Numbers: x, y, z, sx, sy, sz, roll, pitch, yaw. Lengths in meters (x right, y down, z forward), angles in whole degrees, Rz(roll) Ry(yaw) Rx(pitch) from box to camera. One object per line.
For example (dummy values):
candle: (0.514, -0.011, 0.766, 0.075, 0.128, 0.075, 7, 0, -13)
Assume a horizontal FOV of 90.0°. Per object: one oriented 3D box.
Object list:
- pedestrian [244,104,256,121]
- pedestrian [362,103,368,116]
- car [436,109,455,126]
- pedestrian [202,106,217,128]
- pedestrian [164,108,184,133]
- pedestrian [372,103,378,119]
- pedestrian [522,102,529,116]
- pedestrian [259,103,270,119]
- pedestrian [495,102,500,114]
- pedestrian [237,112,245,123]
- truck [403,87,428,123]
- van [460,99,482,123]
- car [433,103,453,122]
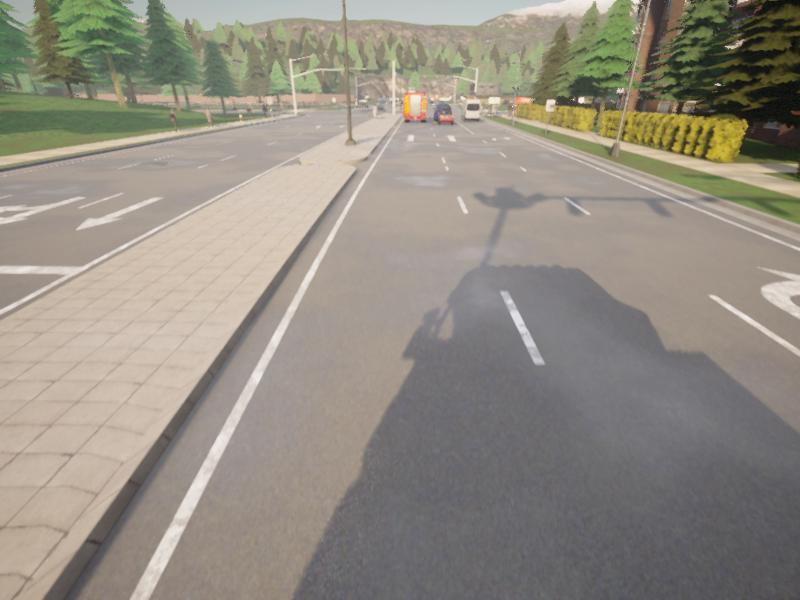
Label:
pedestrian: (-17.989, -22.453, 47.908, 0.751, 1.860, 0.751, 5, 27, 9)
pedestrian: (-5.441, -29.811, 62.672, 0.751, 1.860, 0.751, 0, 27, 0)
car: (5.200, -20.915, 45.694, 1.851, 1.617, 3.988, 1, 27, 2)
pedestrian: (-18.382, -17.695, 38.626, 0.751, 1.860, 0.751, 1, 27, 2)
pedestrian: (-18.908, -15.061, 33.486, 0.751, 1.860, 0.751, 2, 27, 4)
pedestrian: (-3.310, -25.257, 53.463, 0.751, 1.860, 0.751, -2, 27, -3)
pedestrian: (19.466, -29.651, 62.128, 0.751, 1.860, 0.751, 1, 27, 2)
pedestrian: (-17.659, -24.622, 52.141, 0.751, 1.860, 0.751, 6, 28, 12)
pedestrian: (17.402, -34.254, 71.432, 0.751, 1.860, 0.751, 4, 27, 8)
pedestrian: (-17.599, -20.113, 44.179, 0.500, 1.100, 0.500, 1, 27, 1)
truck: (1.998, -24.869, 50.964, 2.891, 3.827, 8.468, 1, 27, 2)
van: (9.003, -24.268, 51.228, 1.988, 2.561, 5.915, 1, 27, 2)
car: (5.520, -24.360, 51.935, 2.150, 2.045, 5.566, 1, 27, 2)
